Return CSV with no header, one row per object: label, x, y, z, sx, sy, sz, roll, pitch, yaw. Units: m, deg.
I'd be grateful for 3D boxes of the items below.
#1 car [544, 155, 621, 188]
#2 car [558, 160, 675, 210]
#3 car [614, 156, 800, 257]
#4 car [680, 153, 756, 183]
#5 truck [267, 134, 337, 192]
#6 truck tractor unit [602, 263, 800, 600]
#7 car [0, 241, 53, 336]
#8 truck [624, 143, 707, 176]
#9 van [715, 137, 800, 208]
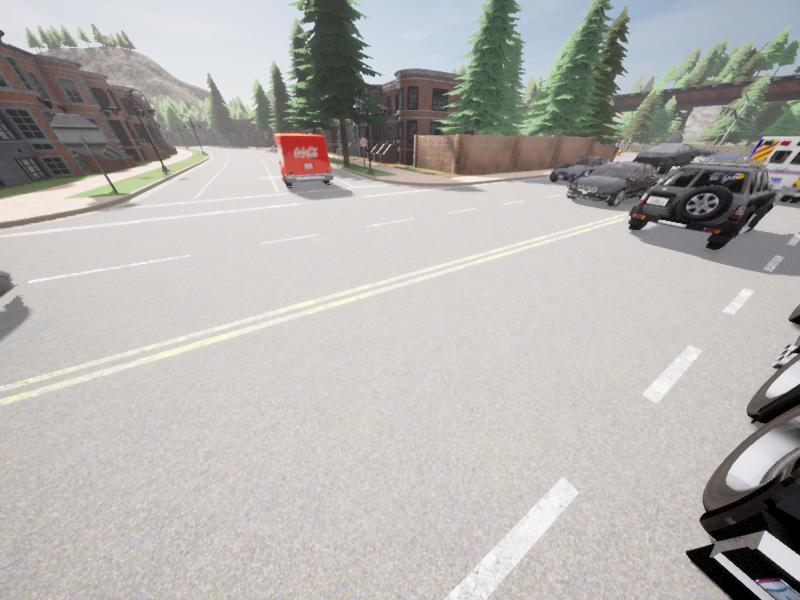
car,11.467,-8.191,14.557,4.193,1.474,1.816,-18,39,-24
car,9.711,-5.304,10.383,4.892,1.490,1.837,-18,39,-25
car,8.651,-2.814,6.441,4.605,1.855,1.932,-16,38,-26
car,22.860,-9.608,16.621,5.008,1.535,1.882,-18,39,-24
truck,-5.904,-8.310,13.681,2.627,2.467,5.204,-17,39,-23
truck tractor unit,5.108,-0.304,0.783,6.516,4.208,3.053,-18,39,-24
car,-8.083,0.542,1.941,5.357,1.411,2.033,-18,39,-24
truck,22.523,-12.038,19.616,6.274,2.098,2.390,-18,39,-24
van,18.860,-6.358,11.145,6.366,2.431,2.351,-18,39,-24
